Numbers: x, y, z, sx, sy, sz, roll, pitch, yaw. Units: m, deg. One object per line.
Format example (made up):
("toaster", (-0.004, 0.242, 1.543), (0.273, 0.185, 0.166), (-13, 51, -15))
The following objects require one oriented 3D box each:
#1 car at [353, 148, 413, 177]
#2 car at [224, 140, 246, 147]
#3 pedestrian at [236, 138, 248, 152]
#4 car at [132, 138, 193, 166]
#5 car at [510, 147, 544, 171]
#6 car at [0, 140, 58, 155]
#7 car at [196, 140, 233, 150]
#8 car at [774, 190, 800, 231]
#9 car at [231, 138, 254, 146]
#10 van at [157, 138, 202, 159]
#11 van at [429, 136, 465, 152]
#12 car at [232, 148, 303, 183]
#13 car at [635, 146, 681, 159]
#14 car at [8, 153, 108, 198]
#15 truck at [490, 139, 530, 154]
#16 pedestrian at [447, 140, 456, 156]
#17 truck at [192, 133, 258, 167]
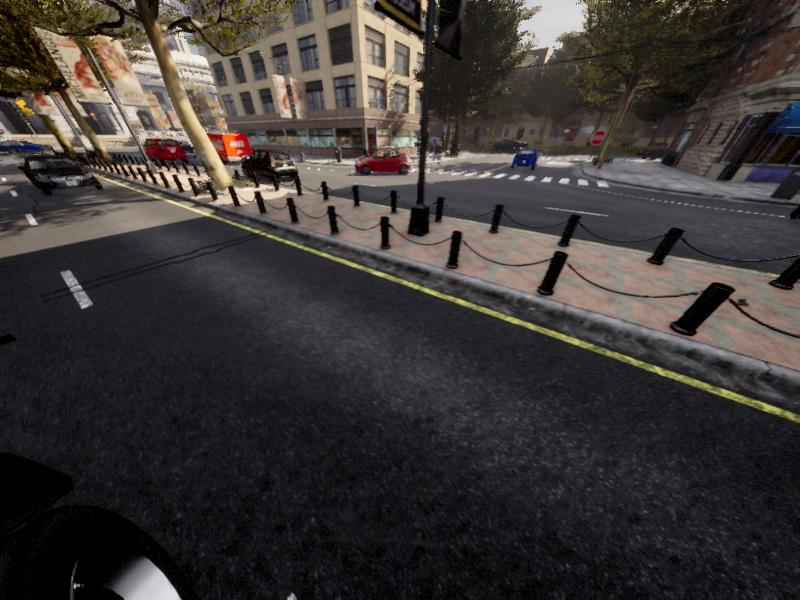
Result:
("car", (-1.256, -10.007, 16.708), (3.988, 1.617, 1.851), (-5, 36, -8))
("car", (-41.374, -39.273, 57.931), (1.970, 1.475, 3.806), (21, 40, 27))
("pedestrian", (-25.047, -24.561, 36.604), (0.751, 1.860, 0.751), (24, 41, 29))
("car", (-23.256, -14.612, 22.644), (5.566, 2.045, 2.150), (21, 40, 27))
("car", (11.776, -13.105, 21.295), (1.882, 1.535, 5.008), (19, 39, 24))
("car", (-53.474, -21.865, 32.988), (2.033, 1.649, 4.856), (21, 40, 27))
("car", (-37.681, -31.652, 47.041), (1.930, 1.638, 5.238), (21, 40, 27))
("car", (14.516, -2.154, 5.783), (4.974, 1.542, 2.038), (23, 41, 29))
("car", (-38.357, -38.500, 56.294), (1.851, 1.617, 3.988), (21, 40, 27))
("van", (-26.671, -18.366, 27.945), (4.480, 2.038, 2.069), (21, 40, 27))
("van", (9.161, -30.861, 45.698), (6.366, 2.431, 2.351), (21, 40, 27))
("car", (-8.411, -8.638, 14.694), (3.988, 1.617, 1.851), (21, 40, 27))
("car", (37.709, -21.727, 33.936), (4.181, 1.385, 1.994), (23, 41, 28))
("car", (-16.740, -6.204, 11.299), (4.674, 1.442, 1.812), (21, 40, 26))
("truck", (19.887, -28.122, 42.202), (2.390, 2.098, 6.274), (-14, 37, -20))
("pedestrian", (7.274, -21.458, 32.519), (0.751, 1.860, 0.751), (-28, 44, -34))
("truck", (-17.039, -14.770, 22.584), (5.204, 2.467, 2.627), (22, 41, 26))
